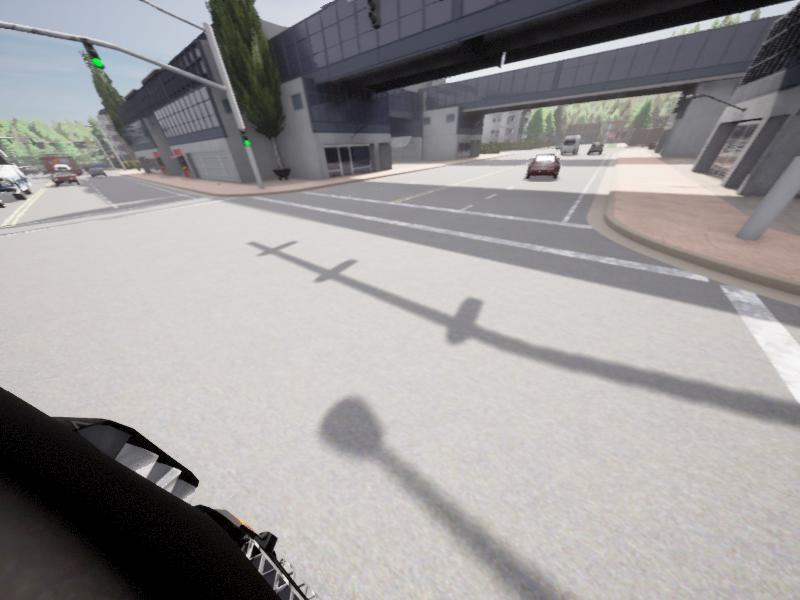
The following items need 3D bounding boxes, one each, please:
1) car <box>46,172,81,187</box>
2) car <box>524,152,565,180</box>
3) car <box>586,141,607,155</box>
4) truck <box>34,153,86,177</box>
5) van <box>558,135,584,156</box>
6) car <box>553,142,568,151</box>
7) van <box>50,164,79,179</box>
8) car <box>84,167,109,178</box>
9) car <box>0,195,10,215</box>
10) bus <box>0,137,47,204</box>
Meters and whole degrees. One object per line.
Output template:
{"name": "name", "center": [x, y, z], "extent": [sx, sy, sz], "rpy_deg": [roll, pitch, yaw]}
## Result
{"name": "car", "center": [-41.232, -14.911, 28.388], "extent": [4.718, 1.301, 1.895], "rpy_deg": [23, 41, 33]}
{"name": "car", "center": [10.284, -9.681, 16.569], "extent": [1.994, 1.385, 4.181], "rpy_deg": [14, 37, 23]}
{"name": "car", "center": [30.092, -23.274, 35.383], "extent": [1.851, 1.617, 3.988], "rpy_deg": [22, 41, 32]}
{"name": "truck", "center": [-68.415, -27.112, 46.540], "extent": [8.468, 3.827, 2.891], "rpy_deg": [13, 37, 23]}
{"name": "van", "center": [27.800, -25.114, 37.487], "extent": [1.988, 2.561, 5.915], "rpy_deg": [22, 41, 32]}
{"name": "car", "center": [35.496, -33.839, 51.024], "extent": [1.837, 1.490, 4.892], "rpy_deg": [20, 39, 30]}
{"name": "van", "center": [-60.241, -23.126, 41.542], "extent": [4.480, 2.038, 2.069], "rpy_deg": [23, 41, 33]}
{"name": "car", "center": [-53.810, -22.669, 40.950], "extent": [5.357, 1.411, 2.033], "rpy_deg": [23, 41, 33]}
{"name": "car", "center": [-24.698, -5.683, 12.927], "extent": [5.027, 1.651, 2.152], "rpy_deg": [21, 40, 32]}
{"name": "bus", "center": [-32.319, -9.998, 17.628], "extent": [10.273, 4.253, 3.944], "rpy_deg": [23, 41, 33]}
